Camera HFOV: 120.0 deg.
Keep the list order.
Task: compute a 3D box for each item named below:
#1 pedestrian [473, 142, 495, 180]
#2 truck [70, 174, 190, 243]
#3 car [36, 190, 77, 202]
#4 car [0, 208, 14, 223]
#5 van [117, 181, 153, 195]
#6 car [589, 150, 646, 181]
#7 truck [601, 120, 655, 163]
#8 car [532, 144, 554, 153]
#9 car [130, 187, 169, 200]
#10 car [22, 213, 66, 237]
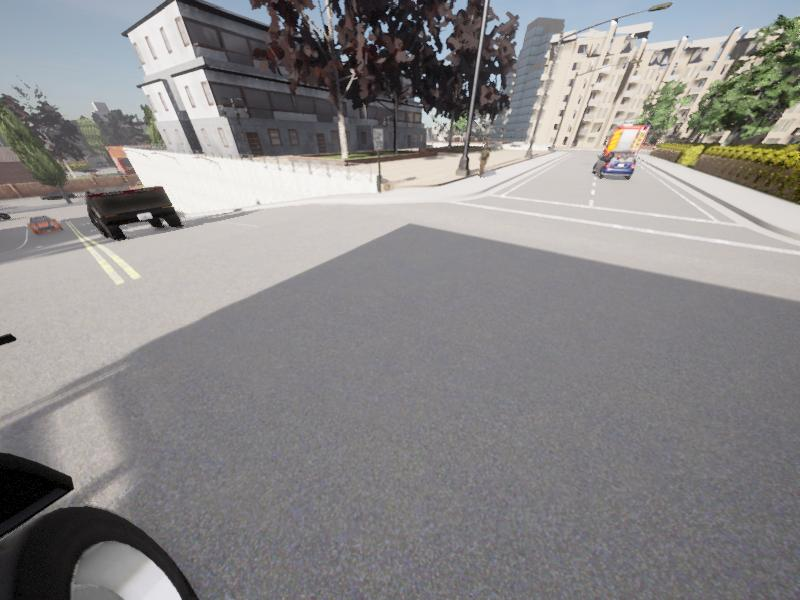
[{"bbox_3d":[5.069,-8.387,13.939,0.751,1.860,0.751,18,39,24],"label":"pedestrian"},{"bbox_3d":[-12.765,-4.179,10.843,6.274,2.098,2.390,12,35,35],"label":"truck"},{"bbox_3d":[-66.290,-20.146,44.627,1.994,1.385,4.181,22,41,28],"label":"car"},{"bbox_3d":[-58.667,-11.351,32.101,1.882,1.535,5.008,22,41,28],"label":"car"},{"bbox_3d":[-57.284,-24.300,50.030,1.775,1.987,4.442,22,41,28],"label":"van"},{"bbox_3d":[14.965,-9.506,16.179,1.789,1.549,3.705,16,39,21],"label":"car"},{"bbox_3d":[27.061,-19.147,27.980,2.891,3.827,8.468,22,41,28],"label":"truck"},{"bbox_3d":[33.373,-35.381,53.953,3.806,1.475,1.970,16,38,33],"label":"car"},{"bbox_3d":[-50.503,-21.598,46.719,2.128,1.511,4.902,22,41,28],"label":"car"},{"bbox_3d":[-42.059,-8.963,27.275,4.553,1.767,2.097,18,40,31],"label":"car"}]
